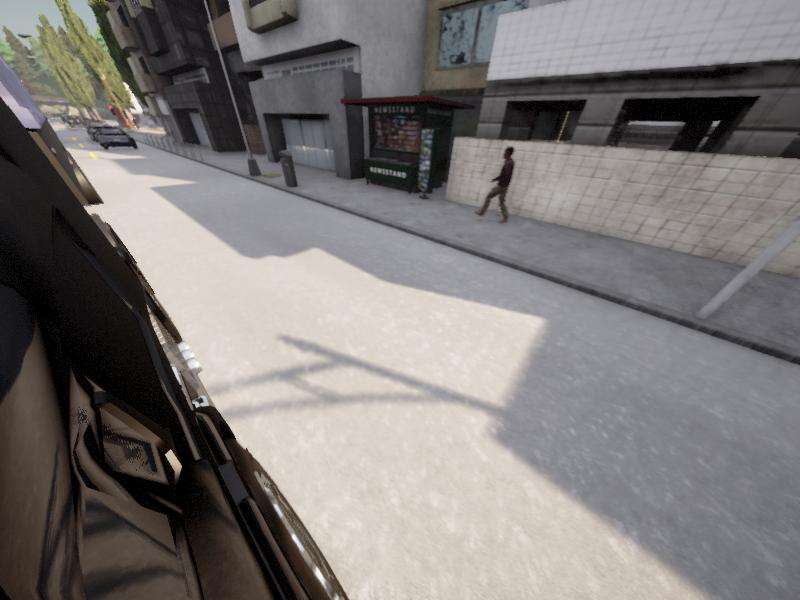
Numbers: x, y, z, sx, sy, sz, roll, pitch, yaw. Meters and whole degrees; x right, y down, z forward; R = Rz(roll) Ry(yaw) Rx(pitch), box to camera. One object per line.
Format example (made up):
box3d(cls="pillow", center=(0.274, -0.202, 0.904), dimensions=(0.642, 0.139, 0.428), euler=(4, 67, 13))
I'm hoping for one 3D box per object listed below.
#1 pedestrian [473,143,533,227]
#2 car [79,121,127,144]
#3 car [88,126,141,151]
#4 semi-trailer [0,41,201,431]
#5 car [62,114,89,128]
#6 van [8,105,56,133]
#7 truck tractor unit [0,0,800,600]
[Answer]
box3d(cls="pedestrian", center=(2.689, -3.062, 6.190), dimensions=(0.751, 1.860, 0.751), euler=(30, 45, 32))
box3d(cls="car", center=(-28.336, -16.011, 22.037), dimensions=(4.514, 1.525, 2.007), euler=(28, 43, 30))
box3d(cls="car", center=(-22.758, -12.936, 18.406), dimensions=(4.181, 1.385, 1.994), euler=(30, 44, 32))
box3d(cls="semi-trailer", center=(-8.699, -3.600, 4.234), dimensions=(14.254, 4.402, 2.717), euler=(28, 43, 30))
box3d(cls="car", center=(-57.451, -31.662, 40.844), dimensions=(4.605, 1.855, 1.932), euler=(28, 43, 30))
box3d(cls="van", center=(-45.500, -22.437, 28.689), dimensions=(5.915, 2.561, 1.988), euler=(28, 43, 30))
box3d(cls="truck tractor unit", center=(-2.645, -0.295, 0.351), dimensions=(6.516, 4.208, 3.053), euler=(28, 44, 30))
